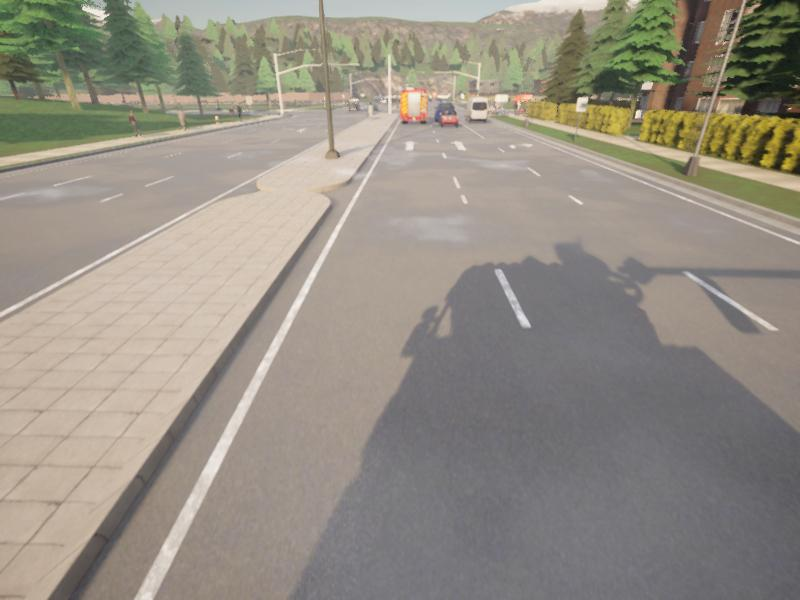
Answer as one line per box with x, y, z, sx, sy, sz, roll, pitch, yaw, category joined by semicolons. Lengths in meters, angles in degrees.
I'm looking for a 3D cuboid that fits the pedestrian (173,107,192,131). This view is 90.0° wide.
-18.615;-15.515;34.251;0.751;1.860;0.751;1;27;2;pedestrian

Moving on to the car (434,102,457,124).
5.122;-21.654;46.111;2.150;2.045;5.566;1;28;2;car

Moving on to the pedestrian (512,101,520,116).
15.628;-25.887;54.012;0.751;1.860;0.751;1;27;3;pedestrian

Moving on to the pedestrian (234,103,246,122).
-18.110;-21.179;45.181;0.751;1.860;0.751;-2;27;-2;pedestrian

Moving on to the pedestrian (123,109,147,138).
-19.070;-12.695;28.808;0.751;1.860;0.751;2;27;4;pedestrian

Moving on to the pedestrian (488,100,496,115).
13.173;-27.629;57.368;0.751;1.860;0.751;-1;27;-2;pedestrian

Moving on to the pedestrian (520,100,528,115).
17.443;-27.126;56.390;0.751;1.860;0.751;1;27;2;pedestrian

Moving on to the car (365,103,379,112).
-5.035;-35.280;73.218;1.994;1.385;4.181;1;27;3;car

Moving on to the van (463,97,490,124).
8.608;-21.587;45.416;1.988;2.561;5.915;1;27;2;van

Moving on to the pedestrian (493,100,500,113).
15.884;-31.931;66.007;0.751;1.860;0.751;1;27;3;pedestrian

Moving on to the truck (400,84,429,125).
1.599;-22.129;45.126;2.891;3.827;8.468;1;27;2;truck

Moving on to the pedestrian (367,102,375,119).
-3.578;-23.219;49.024;0.751;1.860;0.751;3;28;6;pedestrian

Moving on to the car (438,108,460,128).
4.853;-18.180;39.883;1.851;1.617;3.988;1;27;2;car

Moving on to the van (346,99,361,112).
-8.499;-35.932;73.804;2.069;2.038;4.480;1;27;3;van

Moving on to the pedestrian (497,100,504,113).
16.807;-32.274;66.666;0.751;1.860;0.751;-1;27;-2;pedestrian

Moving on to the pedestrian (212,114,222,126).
-17.926;-17.659;39.210;0.500;1.100;0.500;0;27;0;pedestrian

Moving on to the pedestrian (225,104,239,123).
-18.204;-20.259;43.407;0.751;1.860;0.751;3;28;7;pedestrian
